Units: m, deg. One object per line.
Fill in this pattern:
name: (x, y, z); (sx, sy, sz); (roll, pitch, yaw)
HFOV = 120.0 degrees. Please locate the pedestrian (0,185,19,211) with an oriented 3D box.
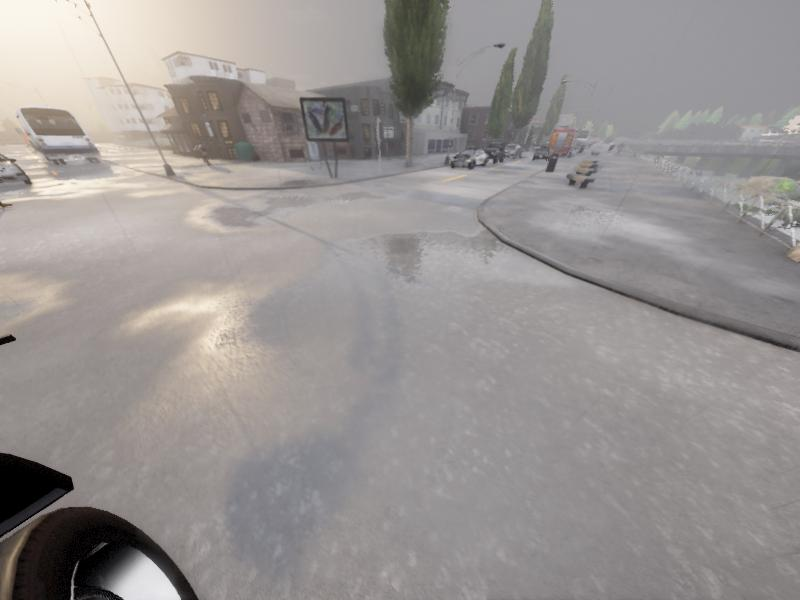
pedestrian: (-14.759, -4.074, 7.924); (0.751, 1.860, 0.751); (-21, 40, -27)

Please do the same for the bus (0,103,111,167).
bus: (-33.723, -15.969, 22.631); (10.273, 4.253, 3.944); (23, 41, 29)

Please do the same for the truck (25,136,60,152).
truck: (-62.872, -27.477, 40.604); (6.274, 2.098, 2.390); (23, 41, 29)

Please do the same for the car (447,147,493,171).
car: (6.369, -12.859, 20.896); (2.038, 1.542, 4.974); (23, 41, 29)

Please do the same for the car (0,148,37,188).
car: (-22.299, -7.269, 12.662); (3.988, 1.617, 1.851); (23, 41, 28)

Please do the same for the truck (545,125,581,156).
truck: (26.856, -26.090, 37.856); (2.891, 3.827, 8.468); (23, 41, 29)

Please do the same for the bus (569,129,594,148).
bus: (53.725, -47.603, 68.242); (3.944, 4.253, 10.273); (23, 41, 29)

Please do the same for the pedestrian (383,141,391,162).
pedestrian: (-1.402, -15.915, 24.689); (0.751, 1.860, 0.751); (-3, 35, -4)

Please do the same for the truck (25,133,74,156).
truck: (-48.616, -21.611, 32.069); (5.204, 2.467, 2.627); (23, 41, 29)

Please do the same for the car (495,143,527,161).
car: (14.526, -19.369, 30.126); (2.152, 1.651, 5.027); (23, 41, 29)

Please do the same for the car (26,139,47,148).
car: (-81.515, -35.115, 51.789); (5.366, 1.575, 1.801); (23, 41, 29)

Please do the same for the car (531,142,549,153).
car: (26.455, -28.793, 43.617); (1.851, 1.617, 3.988); (23, 41, 29)

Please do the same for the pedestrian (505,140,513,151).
pedestrian: (21.209, -30.075, 44.953); (0.751, 1.860, 0.751); (-26, 43, -33)

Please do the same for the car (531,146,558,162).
car: (17.518, -17.744, 27.970); (1.816, 1.474, 4.193); (23, 41, 28)

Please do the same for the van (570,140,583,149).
van: (44.880, -39.575, 58.745); (1.775, 1.987, 4.442); (23, 41, 29)

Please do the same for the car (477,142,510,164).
car: (10.165, -16.029, 25.114); (1.905, 1.878, 3.866); (23, 41, 29)

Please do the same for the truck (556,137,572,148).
truck: (48.810, -46.797, 68.610); (2.627, 2.467, 5.204); (23, 41, 29)

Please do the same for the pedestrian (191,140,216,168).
pedestrian: (-15.943, -11.843, 18.750); (0.751, 1.860, 0.751); (26, 42, 31)

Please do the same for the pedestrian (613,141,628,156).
pedestrian: (32.912, -22.641, 34.492); (0.751, 1.860, 0.751); (-22, 41, -28)

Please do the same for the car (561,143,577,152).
car: (34.834, -31.443, 47.562); (1.816, 1.474, 4.193); (23, 41, 29)
